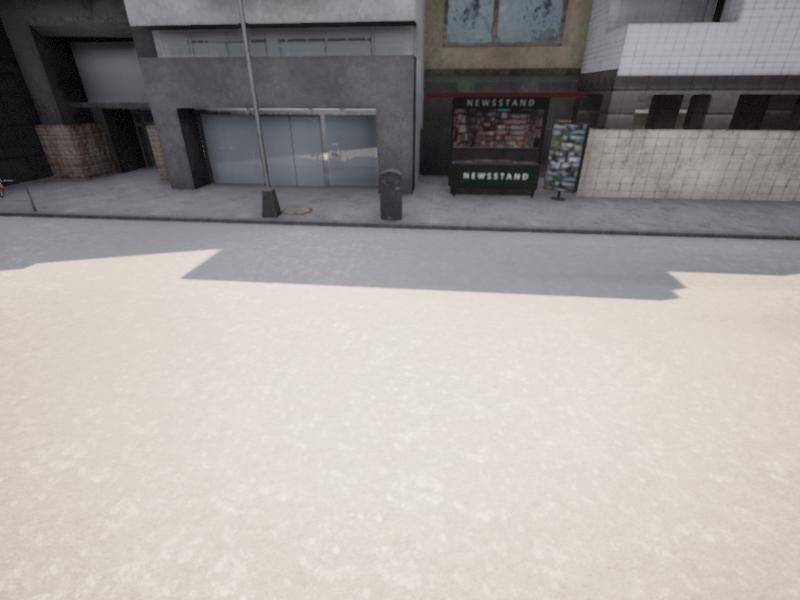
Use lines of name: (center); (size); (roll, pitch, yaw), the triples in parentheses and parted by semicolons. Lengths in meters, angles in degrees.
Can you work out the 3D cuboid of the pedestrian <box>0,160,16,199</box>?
pedestrian: (-12.426, -3.704, 12.193); (0.500, 1.100, 0.500); (-1, 27, -1)
